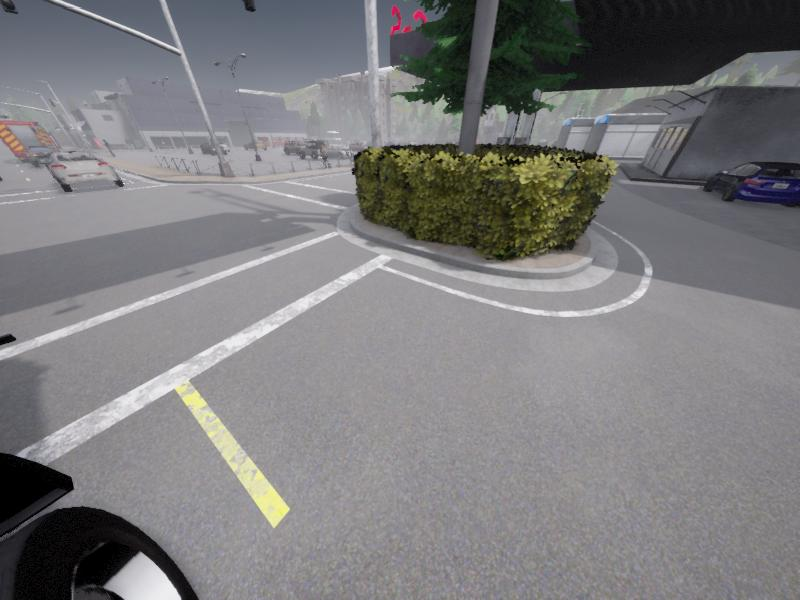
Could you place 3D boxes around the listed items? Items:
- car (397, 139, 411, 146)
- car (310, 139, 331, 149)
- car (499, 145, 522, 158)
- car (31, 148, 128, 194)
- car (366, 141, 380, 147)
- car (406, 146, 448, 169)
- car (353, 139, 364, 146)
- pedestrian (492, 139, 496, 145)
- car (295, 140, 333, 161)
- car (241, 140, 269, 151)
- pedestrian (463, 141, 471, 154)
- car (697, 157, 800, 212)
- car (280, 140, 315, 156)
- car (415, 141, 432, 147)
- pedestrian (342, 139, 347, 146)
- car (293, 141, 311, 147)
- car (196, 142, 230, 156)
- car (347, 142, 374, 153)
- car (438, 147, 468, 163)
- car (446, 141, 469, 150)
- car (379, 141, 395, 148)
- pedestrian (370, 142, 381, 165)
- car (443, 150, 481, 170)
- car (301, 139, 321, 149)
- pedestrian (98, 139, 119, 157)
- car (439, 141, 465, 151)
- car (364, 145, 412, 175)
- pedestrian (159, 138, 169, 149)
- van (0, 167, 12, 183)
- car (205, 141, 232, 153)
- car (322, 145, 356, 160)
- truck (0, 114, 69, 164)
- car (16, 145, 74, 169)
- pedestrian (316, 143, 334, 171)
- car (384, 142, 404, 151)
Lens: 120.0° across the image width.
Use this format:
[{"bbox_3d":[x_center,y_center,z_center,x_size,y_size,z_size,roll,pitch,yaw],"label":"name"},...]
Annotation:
[{"bbox_3d":[1.363,-53.652,78.792,4.605,1.855,1.932,22,40,27],"label":"car"},{"bbox_3d":[-18.587,-36.607,54.086,4.605,1.855,1.932,22,41,28],"label":"car"},{"bbox_3d":[16.782,-22.500,35.026,1.816,1.474,4.193,22,41,28],"label":"car"},{"bbox_3d":[-17.204,-7.049,12.393,5.027,1.651,2.152,23,41,29],"label":"car"},{"bbox_3d":[-7.855,-45.082,66.673,3.633,1.501,1.845,22,41,28],"label":"car"},{"bbox_3d":[2.830,-14.710,23.737,2.033,1.649,4.856,22,41,28],"label":"car"},{"bbox_3d":[-14.323,-54.345,79.645,1.905,1.878,3.866,11,36,14],"label":"car"},{"bbox_3d":[35.188,-59.080,86.443,0.751,1.860,0.751,-6,36,-9],"label":"pedestrian"},{"bbox_3d":[-10.171,-17.693,27.260,3.866,1.878,1.905,22,41,28],"label":"car"},{"bbox_3d":[-27.221,-29.034,43.373,5.027,1.636,2.152,22,41,28],"label":"car"},{"bbox_3d":[11.679,-26.540,40.084,0.751,1.860,0.751,-29,45,-35],"label":"pedestrian"},{"bbox_3d":[17.415,-5.823,11.304,2.242,1.667,4.611,22,41,28],"label":"car"},{"bbox_3d":[-14.750,-21.834,33.142,4.605,1.855,1.932,22,41,28],"label":"car"},{"bbox_3d":[7.696,-50.982,75.390,4.792,1.488,2.163,22,40,27],"label":"car"},{"bbox_3d":[-16.881,-47.820,70.065,0.751,1.860,0.751,24,41,30],"label":"pedestrian"},{"bbox_3d":[-28.522,-45.480,67.304,1.816,1.474,4.193,22,41,28],"label":"car"},{"bbox_3d":[-26.932,-21.725,33.250,4.514,1.523,2.007,22,41,28],"label":"car"},{"bbox_3d":[-7.048,-27.297,41.300,4.514,1.523,2.007,22,41,28],"label":"car"},{"bbox_3d":[6.473,-17.613,28.014,1.970,1.475,3.806,22,41,28],"label":"car"},{"bbox_3d":[13.514,-36.476,54.546,4.514,1.523,2.007,22,41,28],"label":"car"},{"bbox_3d":[-3.468,-41.208,61.223,3.806,1.475,1.970,22,41,28],"label":"car"},{"bbox_3d":[-2.456,-14.776,23.284,0.751,1.860,0.751,22,40,28],"label":"pedestrian"},{"bbox_3d":[6.135,-13.794,22.686,1.994,1.385,4.181,22,41,28],"label":"car"},{"bbox_3d":[-19.909,-35.119,51.929,3.866,1.878,1.905,22,41,28],"label":"car"},{"bbox_3d":[-34.984,-18.271,27.778,0.751,1.860,0.751,25,42,31],"label":"pedestrian"},{"bbox_3d":[11.765,-34.989,52.408,5.027,1.636,2.152,22,41,28],"label":"car"},{"bbox_3d":[-0.889,-11.793,19.343,1.905,1.878,3.866,22,41,28],"label":"car"},{"bbox_3d":[-49.914,-33.044,48.858,0.751,1.860,0.751,23,41,29],"label":"pedestrian"},{"bbox_3d":[-25.510,-8.021,13.351,4.480,2.038,2.069,19,39,24],"label":"van"},{"bbox_3d":[-30.623,-25.842,38.954,3.806,1.475,1.970,22,41,28],"label":"car"},{"bbox_3d":[-7.771,-18.823,29.374,3.806,1.475,1.970,22,41,28],"label":"car"},{"bbox_3d":[-38.723,-16.625,23.924,8.468,3.827,2.891,22,41,28],"label":"truck"},{"bbox_3d":[-31.427,-12.715,20.415,4.974,1.542,2.038,22,41,28],"label":"car"},{"bbox_3d":[-6.138,-11.753,18.967,0.751,1.860,0.751,22,40,27],"label":"pedestrian"},{"bbox_3d":[-1.302,-31.969,48.009,3.633,1.501,1.845,22,41,28],"label":"car"}]
